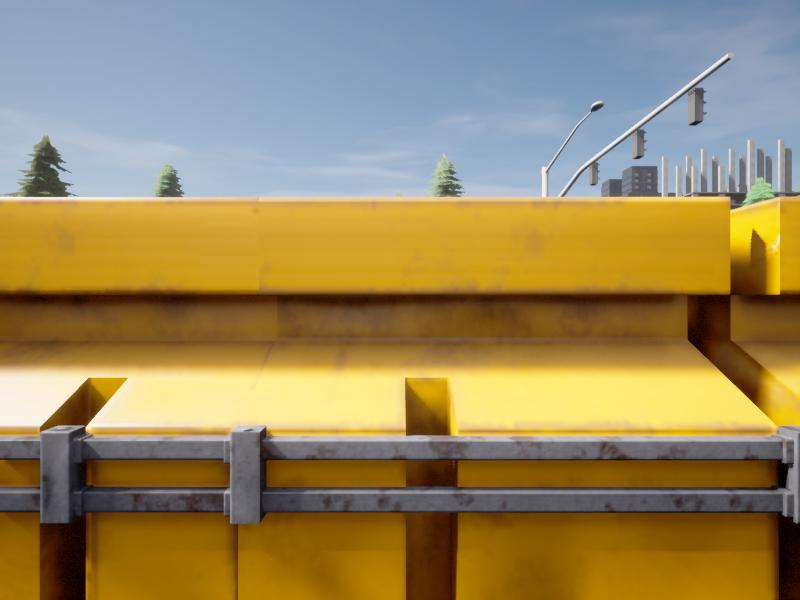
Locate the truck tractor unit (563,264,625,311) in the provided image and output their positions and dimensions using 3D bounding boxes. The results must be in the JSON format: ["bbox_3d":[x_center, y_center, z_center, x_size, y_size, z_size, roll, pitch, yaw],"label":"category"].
[{"bbox_3d":[18.804,-1.102,39.296,3.053,4.208,6.516,0,0,2],"label":"truck tractor unit"}]

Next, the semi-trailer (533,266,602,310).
[{"bbox_3d":[19.121,-1.223,47.209,2.717,4.402,14.254,0,0,2],"label":"semi-trailer"}]

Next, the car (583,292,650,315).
[{"bbox_3d":[14.937,0.233,27.992,2.128,1.511,4.902,0,0,2],"label":"car"}]

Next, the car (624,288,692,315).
[{"bbox_3d":[18.474,0.091,28.975,2.097,1.767,4.553,0,0,2],"label":"car"}]
